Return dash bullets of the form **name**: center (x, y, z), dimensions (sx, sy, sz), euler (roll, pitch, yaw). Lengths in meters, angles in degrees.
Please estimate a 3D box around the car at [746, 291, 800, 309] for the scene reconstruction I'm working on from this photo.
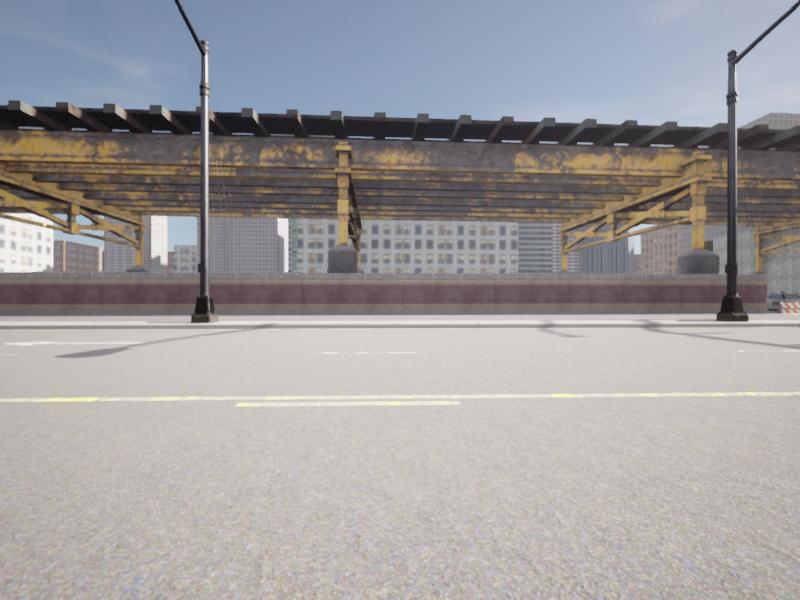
- **car**: center (26.964, 0.018, 27.700), dimensions (4.536, 1.218, 1.853), euler (0, 0, 42)

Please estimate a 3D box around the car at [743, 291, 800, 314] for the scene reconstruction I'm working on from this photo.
- **car**: center (27.003, 0.176, 27.666), dimensions (4.974, 1.542, 2.038), euler (0, 0, 42)
